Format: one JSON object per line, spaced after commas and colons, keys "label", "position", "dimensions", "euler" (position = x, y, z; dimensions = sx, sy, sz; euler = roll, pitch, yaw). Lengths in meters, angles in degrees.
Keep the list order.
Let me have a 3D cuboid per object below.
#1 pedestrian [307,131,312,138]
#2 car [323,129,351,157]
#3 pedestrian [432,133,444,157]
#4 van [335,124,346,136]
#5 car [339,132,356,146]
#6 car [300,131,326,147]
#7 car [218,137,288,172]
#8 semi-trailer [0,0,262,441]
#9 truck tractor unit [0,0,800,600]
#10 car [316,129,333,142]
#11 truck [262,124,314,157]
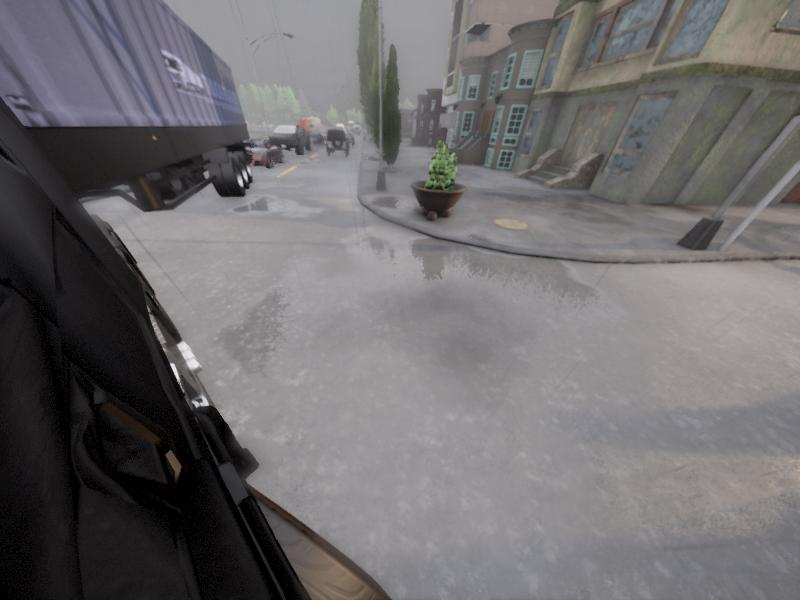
{"label": "pedestrian", "position": [-17.166, -31.479, 43.880], "dimensions": [0.500, 1.100, 0.500], "euler": [11, 37, 11]}
{"label": "car", "position": [-5.682, -14.541, 21.302], "dimensions": [1.905, 1.878, 3.866], "euler": [-3, 37, -7]}
{"label": "pedestrian", "position": [3.577, -14.787, 22.029], "dimensions": [0.751, 1.860, 0.751], "euler": [1, 37, -2]}
{"label": "van", "position": [-16.209, -46.417, 63.039], "dimensions": [1.988, 2.561, 5.915], "euler": [-3, 37, -7]}
{"label": "car", "position": [-7.542, -23.321, 33.369], "dimensions": [1.970, 1.475, 3.806], "euler": [-3, 37, -7]}
{"label": "car", "position": [-11.021, -20.796, 29.729], "dimensions": [2.128, 1.511, 4.902], "euler": [-3, 37, -7]}
{"label": "car", "position": [-8.572, -8.893, 13.956], "dimensions": [1.994, 1.385, 4.181], "euler": [-2, 37, -7]}
{"label": "semi-trailer", "position": [-6.241, -4.563, 5.701], "dimensions": [2.717, 4.402, 14.254], "euler": [-11, 39, -18]}
{"label": "truck tractor unit", "position": [-2.645, -0.295, 0.351], "dimensions": [6.516, 4.208, 3.053], "euler": [28, 44, 30]}
{"label": "car", "position": [-12.344, -27.243, 38.276], "dimensions": [1.801, 1.575, 5.366], "euler": [-3, 37, -7]}
{"label": "truck", "position": [-9.621, -14.308, 20.575], "dimensions": [2.390, 2.098, 6.274], "euler": [-3, 37, -7]}
